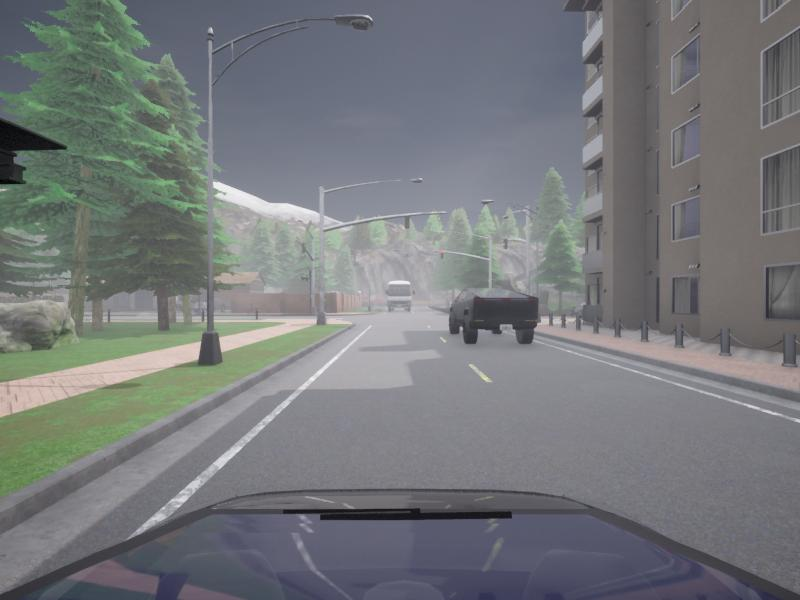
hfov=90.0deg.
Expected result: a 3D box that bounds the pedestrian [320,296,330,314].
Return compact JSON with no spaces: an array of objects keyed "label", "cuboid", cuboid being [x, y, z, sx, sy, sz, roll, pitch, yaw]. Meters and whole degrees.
[{"label":"pedestrian","cuboid":[-7.833,0.477,41.897,0.751,1.860,0.751,0,0,-43]}]

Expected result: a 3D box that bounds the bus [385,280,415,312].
[{"label":"bus","cuboid":[0.035,-0.534,57.845,3.944,4.253,10.273,0,0,0]}]

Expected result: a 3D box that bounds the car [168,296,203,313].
[{"label":"car","cuboid":[-24.091,0.505,45.073,1.905,1.878,3.866,0,0,-1]}]

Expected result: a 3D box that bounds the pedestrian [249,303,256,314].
[{"label":"pedestrian","cuboid":[-15.324,0.856,41.529,0.500,1.100,0.500,0,0,-2]}]

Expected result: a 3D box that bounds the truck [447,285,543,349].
[{"label":"truck","cuboid":[3.475,0.542,16.195,2.390,2.098,6.274,0,0,0]}]

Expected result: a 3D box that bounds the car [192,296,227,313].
[{"label":"car","cuboid":[-21.587,0.503,45.523,1.932,1.855,4.605,0,0,-1]}]
